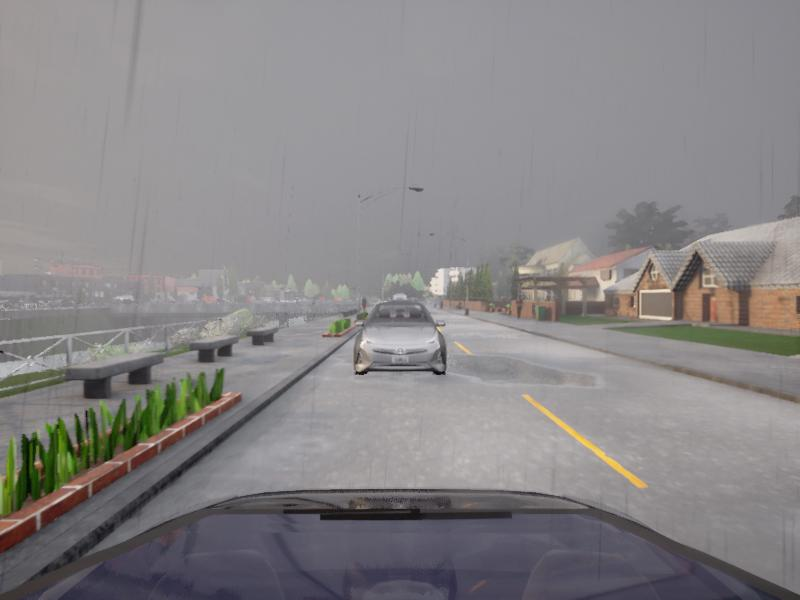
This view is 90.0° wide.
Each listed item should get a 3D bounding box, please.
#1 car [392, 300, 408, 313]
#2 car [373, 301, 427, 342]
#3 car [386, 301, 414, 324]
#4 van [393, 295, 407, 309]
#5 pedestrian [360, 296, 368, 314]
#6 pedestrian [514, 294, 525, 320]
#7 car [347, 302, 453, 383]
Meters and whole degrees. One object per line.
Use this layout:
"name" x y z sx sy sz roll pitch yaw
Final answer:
"car" 0.012 0.750 50.224 1.882 1.535 5.008 0 0 0
"car" 0.005 0.802 17.278 2.007 1.525 4.514 0 0 0
"car" 0.007 0.814 27.792 1.816 1.474 4.193 0 0 0
"van" 0.017 0.269 72.158 2.351 2.431 6.366 0 0 0
"pedestrian" -3.664 0.473 41.018 0.751 1.860 0.751 0 0 -1
"pedestrian" 8.578 0.491 28.757 0.751 1.860 0.751 0 0 16
"car" 0.003 0.814 9.828 2.007 1.525 4.514 0 0 0
